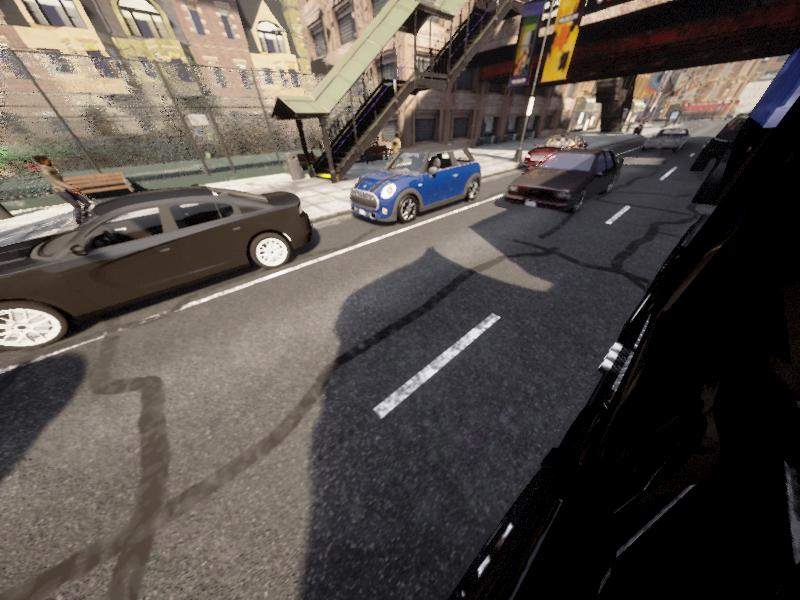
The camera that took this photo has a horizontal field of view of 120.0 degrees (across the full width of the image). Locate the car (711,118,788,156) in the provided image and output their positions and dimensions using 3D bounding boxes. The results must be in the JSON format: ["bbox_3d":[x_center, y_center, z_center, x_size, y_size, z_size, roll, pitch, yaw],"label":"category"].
[{"bbox_3d":[22.176,-10.473,14.765,5.238,1.638,1.930,-28,44,-30],"label":"car"}]

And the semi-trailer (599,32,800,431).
[{"bbox_3d":[8.640,-3.654,4.269,14.254,4.402,2.717,-29,44,-30],"label":"semi-trailer"}]

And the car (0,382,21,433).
[{"bbox_3d":[-5.326,1.912,0.227,4.792,1.488,2.163,-29,44,-30],"label":"car"}]

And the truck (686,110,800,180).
[{"bbox_3d":[15.866,-7.226,10.520,6.274,2.098,2.390,-29,44,-30],"label":"truck"}]

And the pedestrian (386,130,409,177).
[{"bbox_3d":[-0.115,-7.260,11.472,0.751,1.860,0.751,22,44,29],"label":"pedestrian"}]

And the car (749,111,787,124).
[{"bbox_3d":[70.669,-35.113,44.448,2.242,1.667,4.611,20,43,28],"label":"car"}]

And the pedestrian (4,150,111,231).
[{"bbox_3d":[-9.345,-3.034,6.456,0.751,1.860,0.751,-32,46,-33],"label":"pedestrian"}]

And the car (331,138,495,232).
[{"bbox_3d":[0.595,-3.892,7.302,4.553,1.767,2.185,-29,44,-31],"label":"car"}]

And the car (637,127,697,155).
[{"bbox_3d":[19.257,-11.510,16.622,4.718,1.301,1.895,-28,44,-30],"label":"car"}]

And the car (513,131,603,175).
[{"bbox_3d":[8.769,-8.266,12.795,4.892,1.521,2.231,-29,44,-31],"label":"car"}]

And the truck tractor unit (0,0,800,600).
[{"bbox_3d":[2.645,-0.295,0.351,6.516,4.208,3.053,-28,44,-30],"label":"truck tractor unit"}]

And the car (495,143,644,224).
[{"bbox_3d":[5.658,-4.106,7.584,5.357,1.411,2.033,-29,44,-30],"label":"car"}]

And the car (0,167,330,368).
[{"bbox_3d":[-4.168,-1.054,4.049,5.008,1.535,2.097,-29,44,-31],"label":"car"}]

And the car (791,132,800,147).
[{"bbox_3d":[29.312,-11.576,15.793,3.988,1.617,1.851,-29,44,-30],"label":"car"}]
